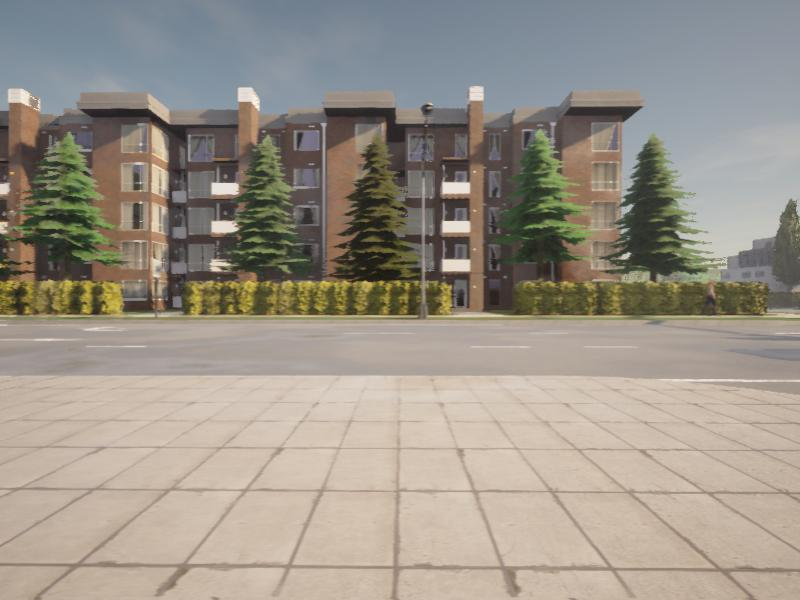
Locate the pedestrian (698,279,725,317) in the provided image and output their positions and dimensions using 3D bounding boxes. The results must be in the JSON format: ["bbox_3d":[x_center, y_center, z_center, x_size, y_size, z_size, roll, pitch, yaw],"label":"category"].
[{"bbox_3d":[15.865,-0.103,20.385,0.751,1.860,0.751,0,0,0],"label":"pedestrian"}]
